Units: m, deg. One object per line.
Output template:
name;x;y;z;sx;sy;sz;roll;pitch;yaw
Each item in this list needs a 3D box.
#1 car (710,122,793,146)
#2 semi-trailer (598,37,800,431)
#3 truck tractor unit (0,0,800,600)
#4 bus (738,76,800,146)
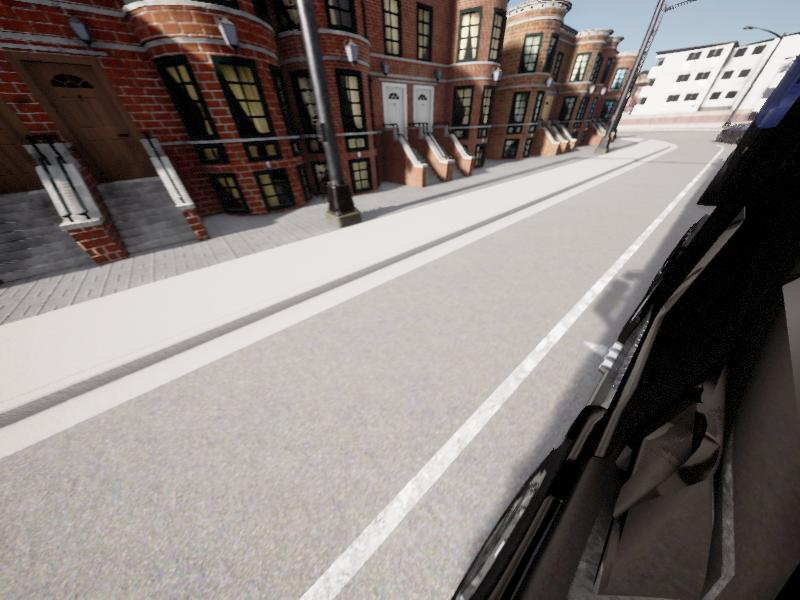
car;29.237;-14.059;19.519;2.033;1.411;5.357;18;42;26
semi-trailer;8.704;-3.594;4.233;14.254;4.402;2.717;-28;43;-30
truck tractor unit;2.645;-0.295;0.352;6.516;4.208;3.053;-28;44;-30
bus;32.357;-14.121;17.011;3.944;4.253;10.273;17;41;23
